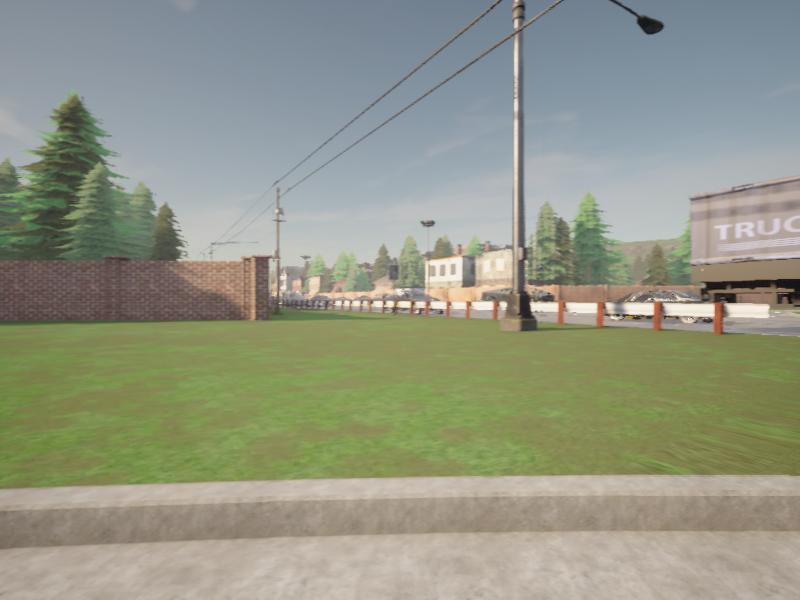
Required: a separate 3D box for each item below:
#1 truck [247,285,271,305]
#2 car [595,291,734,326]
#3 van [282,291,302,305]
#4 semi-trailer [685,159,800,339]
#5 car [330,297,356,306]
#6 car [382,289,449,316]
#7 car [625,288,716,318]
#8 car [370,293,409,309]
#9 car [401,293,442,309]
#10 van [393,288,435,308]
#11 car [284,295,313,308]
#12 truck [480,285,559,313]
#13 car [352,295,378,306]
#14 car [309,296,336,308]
[{"bbox_3d":[-29.147,-1.007,82.346,2.891,3.827,8.468,0,0,-32],"label":"truck"},{"bbox_3d":[11.294,0.324,17.499,1.895,1.301,4.718,0,0,-32],"label":"car"},{"bbox_3d":[-20.348,-0.375,74.852,1.988,2.561,5.915,0,0,-32],"label":"van"},{"bbox_3d":[13.467,-1.226,6.604,2.717,4.402,14.254,0,0,-33],"label":"semi-trailer"},{"bbox_3d":[-9.079,0.230,63.401,2.033,1.411,5.357,0,0,-32],"label":"car"},{"bbox_3d":[0.939,0.151,27.493,2.152,1.651,5.027,0,0,-32],"label":"car"},{"bbox_3d":[15.776,0.162,23.536,1.851,1.617,3.988,0,0,-32],"label":"car"},{"bbox_3d":[-1.224,0.110,44.186,2.242,1.667,4.611,0,0,-32],"label":"car"},{"bbox_3d":[2.337,0.124,45.094,1.930,1.638,5.238,0,0,-32],"label":"car"},{"bbox_3d":[1.753,-0.277,52.639,2.351,2.431,6.366,0,0,-32],"label":"van"},{"bbox_3d":[-12.533,0.201,49.097,2.163,1.488,4.792,0,0,-32],"label":"car"},{"bbox_3d":[9.751,-0.093,33.202,2.390,2.098,6.274,0,0,-32],"label":"truck"},{"bbox_3d":[-5.717,0.105,64.625,1.930,1.638,5.238,0,0,-32],"label":"car"},{"bbox_3d":[-10.162,0.191,51.908,1.837,1.490,4.892,0,0,-32],"label":"car"}]
